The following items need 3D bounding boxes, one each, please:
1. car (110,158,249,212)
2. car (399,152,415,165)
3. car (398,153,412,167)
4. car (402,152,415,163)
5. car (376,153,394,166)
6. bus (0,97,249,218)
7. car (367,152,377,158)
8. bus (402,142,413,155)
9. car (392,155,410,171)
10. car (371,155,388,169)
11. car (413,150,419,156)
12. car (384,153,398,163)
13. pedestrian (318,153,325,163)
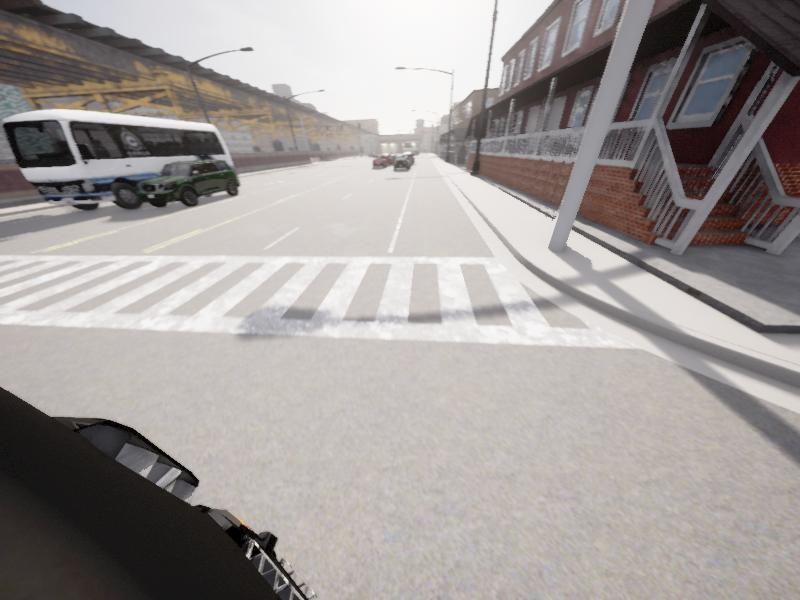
[{"bbox_3d":[-11.811,-6.799,13.261,2.150,2.045,5.566,1,33,5],"label":"car"},{"bbox_3d":[1.239,-23.768,38.652,2.242,1.667,4.611,1,33,5],"label":"car"},{"bbox_3d":[0.764,-20.449,33.748,1.845,1.501,3.633,1,33,5],"label":"car"},{"bbox_3d":[1.700,-27.391,44.279,2.007,1.525,4.514,2,33,6],"label":"car"},{"bbox_3d":[-2.352,-23.048,37.782,2.242,1.667,4.611,1,33,5],"label":"car"},{"bbox_3d":[-15.103,-8.523,14.085,3.944,4.253,10.273,1,33,5],"label":"bus"},{"bbox_3d":[-9.157,-47.527,75.575,2.033,1.649,4.856,1,33,5],"label":"car"},{"bbox_3d":[3.427,-63.712,97.073,3.944,4.253,10.273,1,33,5],"label":"bus"},{"bbox_3d":[0.245,-16.953,28.528,1.812,1.442,4.674,1,33,5],"label":"car"},{"bbox_3d":[-2.836,-19.741,32.898,1.845,1.501,3.633,1,33,5],"label":"car"},{"bbox_3d":[5.600,-52.715,82.546,2.033,1.649,4.856,1,33,5],"label":"car"},{"bbox_3d":[-1.696,-27.337,44.428,2.128,1.511,4.902,1,33,5],"label":"car"},{"bbox_3d":[-18.411,-33.227,54.115,0.751,1.860,0.751,7,34,14],"label":"pedestrian"}]
